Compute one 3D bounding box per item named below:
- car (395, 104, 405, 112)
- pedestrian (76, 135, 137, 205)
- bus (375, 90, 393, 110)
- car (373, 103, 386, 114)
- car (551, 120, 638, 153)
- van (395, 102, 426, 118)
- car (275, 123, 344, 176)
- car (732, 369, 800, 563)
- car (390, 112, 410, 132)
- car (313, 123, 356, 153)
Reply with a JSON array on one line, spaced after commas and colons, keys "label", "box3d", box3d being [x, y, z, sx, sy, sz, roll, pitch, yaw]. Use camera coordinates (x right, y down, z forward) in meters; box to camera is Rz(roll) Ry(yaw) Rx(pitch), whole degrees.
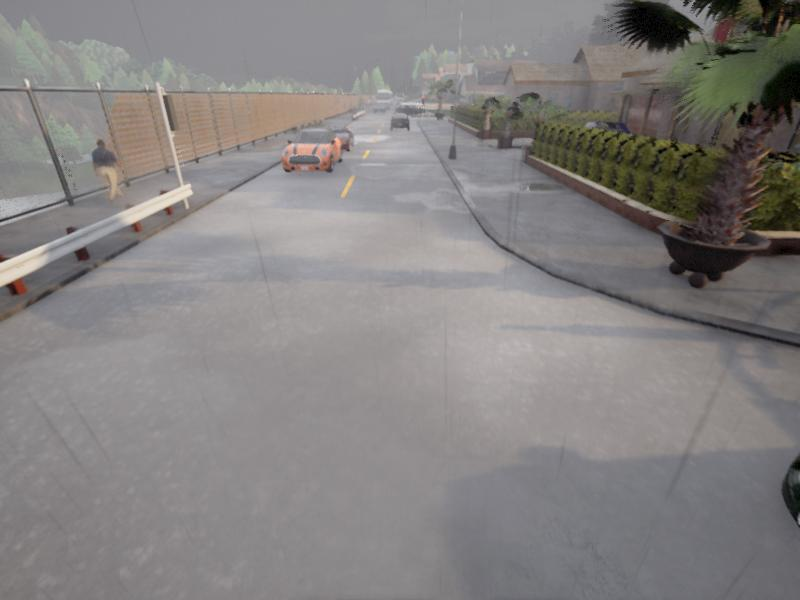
[{"label": "car", "box3d": [-0.004, -39.664, 82.717, 2.033, 1.411, 5.357, 0, 27, 0]}, {"label": "pedestrian", "box3d": [-8.610, -3.844, 11.821, 0.751, 1.860, 0.751, -4, 27, -8]}, {"label": "bus", "box3d": [-3.851, -49.866, 99.502, 3.944, 4.253, 10.273, 0, 27, 0]}, {"label": "car", "box3d": [-3.967, -36.937, 77.111, 2.152, 1.651, 5.027, 1, 27, 1]}, {"label": "car", "box3d": [10.565, -9.001, 21.973, 3.633, 1.501, 1.845, -1, 27, -3]}, {"label": "van", "box3d": [1.638, -30.035, 63.186, 4.480, 2.038, 2.069, 19, 34, 32]}, {"label": "car", "box3d": [-3.963, -7.046, 18.462, 2.097, 1.767, 4.553, 0, 27, 0]}, {"label": "car", "box3d": [5.219, 1.247, 2.290, 4.553, 1.767, 2.097, -2, 27, -4]}, {"label": "car", "box3d": [0.007, -17.700, 39.603, 1.882, 1.535, 5.008, 0, 27, 0]}, {"label": "car", "box3d": [-3.999, -10.196, 25.092, 1.994, 1.385, 4.181, 0, 27, 0]}]
